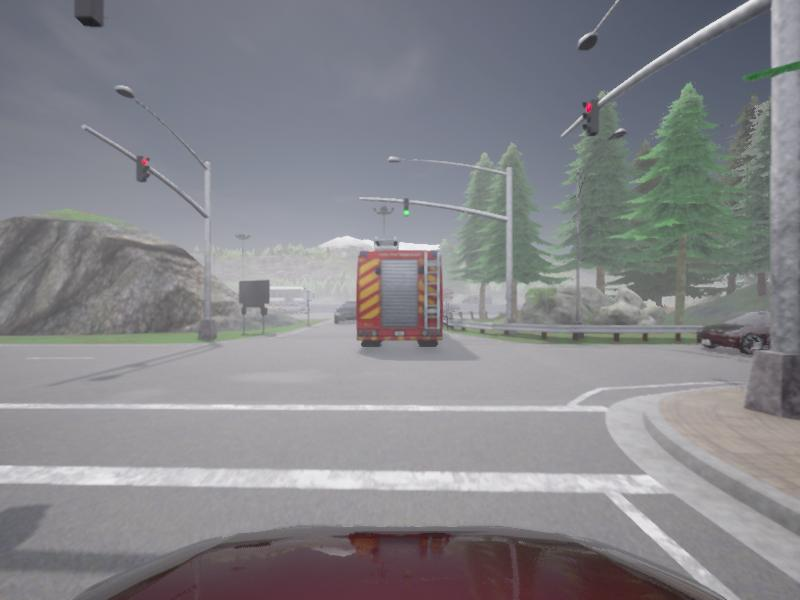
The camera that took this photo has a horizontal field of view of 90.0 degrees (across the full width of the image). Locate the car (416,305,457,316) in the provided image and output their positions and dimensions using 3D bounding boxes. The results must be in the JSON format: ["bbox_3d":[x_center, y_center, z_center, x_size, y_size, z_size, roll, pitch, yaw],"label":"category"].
[{"bbox_3d":[4.318,1.199,47.664,4.718,1.301,1.895,0,0,0],"label":"car"}]

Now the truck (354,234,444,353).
[{"bbox_3d":[-0.019,-0.258,17.093,2.891,3.827,8.468,0,1,0],"label":"truck"}]

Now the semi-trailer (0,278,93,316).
[{"bbox_3d":[-44.622,-0.362,47.535,14.254,4.402,2.717,0,0,0],"label":"semi-trailer"}]

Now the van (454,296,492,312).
[{"bbox_3d":[11.857,0.600,65.139,5.915,2.561,1.988,0,0,0],"label":"van"}]

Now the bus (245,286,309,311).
[{"bbox_3d":[-22.042,-0.249,72.156,10.273,4.253,3.944,0,0,0],"label":"bus"}]

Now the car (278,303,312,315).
[{"bbox_3d":[-13.381,1.113,51.240,3.806,1.475,1.970,0,0,0],"label":"car"}]

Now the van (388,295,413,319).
[{"bbox_3d":[0.106,0.719,37.604,2.069,2.038,4.480,0,-4,3],"label":"van"}]

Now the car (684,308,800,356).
[{"bbox_3d":[13.074,1.060,13.954,4.792,1.488,2.163,0,0,1],"label":"car"}]

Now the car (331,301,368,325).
[{"bbox_3d":[-3.519,0.862,28.891,2.038,1.542,4.974,0,0,0],"label":"car"}]
